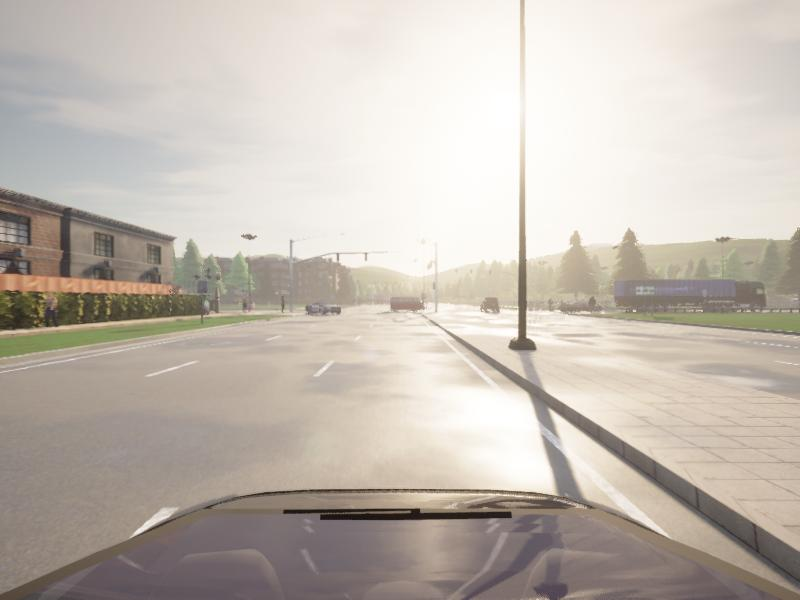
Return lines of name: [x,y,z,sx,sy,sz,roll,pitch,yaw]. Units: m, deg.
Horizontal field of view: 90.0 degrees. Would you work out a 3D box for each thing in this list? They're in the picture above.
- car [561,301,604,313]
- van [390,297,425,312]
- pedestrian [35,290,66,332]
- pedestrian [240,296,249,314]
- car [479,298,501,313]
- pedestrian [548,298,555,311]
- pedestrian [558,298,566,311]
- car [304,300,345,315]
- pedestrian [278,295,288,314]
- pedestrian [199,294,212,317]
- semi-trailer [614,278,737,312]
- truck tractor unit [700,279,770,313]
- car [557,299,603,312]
car: [21.973,0.852,48.217,4.674,1.442,1.812,0,-1,-16]
van: [0.941,0.579,51.759,4.442,1.987,1.775,0,0,-1]
pedestrian: [-15.922,0.478,18.237,0.751,1.860,0.751,0,0,1]
pedestrian: [-16.244,0.469,41.758,0.751,1.860,0.751,0,0,-16]
car: [11.504,0.627,51.375,1.905,1.878,3.866,0,0,0]
pedestrian: [21.121,0.616,55.914,0.751,1.860,0.751,0,0,6]
pedestrian: [22.810,0.624,56.396,0.751,1.860,0.751,0,0,-20]
car: [-8.391,0.810,44.170,2.038,1.542,4.974,0,0,-43]
pedestrian: [-11.828,0.439,40.433,0.751,1.860,0.751,0,0,-1]
pedestrian: [-16.027,0.473,32.948,0.751,1.860,0.751,0,0,-1]
semi-trailer: [35.644,-0.636,52.111,14.254,4.402,2.717,0,0,-1]
truck tractor unit: [43.557,-0.539,52.197,6.516,4.208,3.053,0,0,-1]
car: [23.282,0.761,51.989,5.027,1.651,2.152,0,0,-1]
